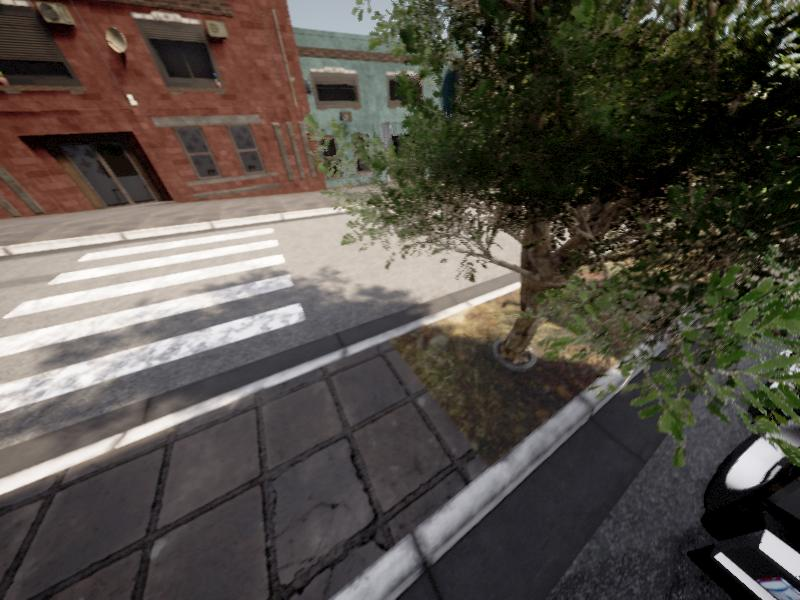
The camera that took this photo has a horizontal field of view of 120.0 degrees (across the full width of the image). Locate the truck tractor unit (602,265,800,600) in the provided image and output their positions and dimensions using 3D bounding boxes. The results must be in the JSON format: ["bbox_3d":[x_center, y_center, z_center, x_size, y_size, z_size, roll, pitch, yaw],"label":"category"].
[{"bbox_3d":[5.119,-0.289,0.802,6.516,4.208,3.053,-18,38,-24],"label":"truck tractor unit"}]

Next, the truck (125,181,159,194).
[{"bbox_3d":[-69.082,-30.227,61.983,2.627,2.467,5.204,25,39,33],"label":"truck"}]
